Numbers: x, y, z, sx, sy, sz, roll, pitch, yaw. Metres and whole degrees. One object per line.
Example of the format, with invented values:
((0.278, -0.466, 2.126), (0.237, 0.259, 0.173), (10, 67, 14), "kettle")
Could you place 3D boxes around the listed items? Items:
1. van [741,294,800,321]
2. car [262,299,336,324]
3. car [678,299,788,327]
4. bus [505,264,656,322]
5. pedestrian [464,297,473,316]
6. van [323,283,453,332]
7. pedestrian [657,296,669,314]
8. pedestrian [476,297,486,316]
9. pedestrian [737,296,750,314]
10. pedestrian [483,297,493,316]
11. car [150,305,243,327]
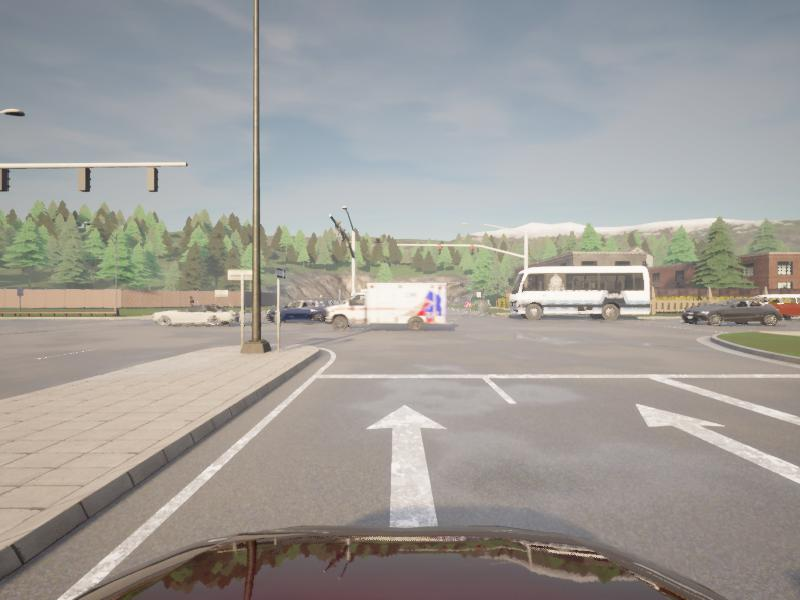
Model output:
((30.214, 0.571, 31.764), (4.480, 2.038, 2.069), (0, 0, -1), "van")
((-6.916, 0.756, 27.811), (4.611, 1.667, 2.242), (0, 0, -1), "car")
((20.369, 0.781, 24.643), (5.027, 1.651, 2.152), (0, 0, -1), "car")
((13.970, -0.534, 31.939), (10.273, 4.253, 3.944), (0, 0, 6), "bus")
((6.613, 0.637, 38.773), (0.751, 1.860, 0.751), (0, 0, 4), "pedestrian")
((-0.598, 0.378, 20.891), (6.366, 2.431, 2.351), (0, 0, -1), "van")
((27.503, 0.485, 41.791), (0.751, 1.860, 0.751), (0, 0, 0), "pedestrian")
((8.066, 0.646, 39.827), (0.751, 1.860, 0.751), (0, 0, -1), "pedestrian")
((35.794, 0.485, 41.717), (0.751, 1.860, 0.751), (0, 0, -2), "pedestrian")
((8.700, 0.637, 39.468), (0.751, 1.860, 0.751), (0, 0, -3), "pedestrian")
((-12.221, 0.944, 24.248), (4.718, 1.301, 1.895), (0, 0, -1), "car")
